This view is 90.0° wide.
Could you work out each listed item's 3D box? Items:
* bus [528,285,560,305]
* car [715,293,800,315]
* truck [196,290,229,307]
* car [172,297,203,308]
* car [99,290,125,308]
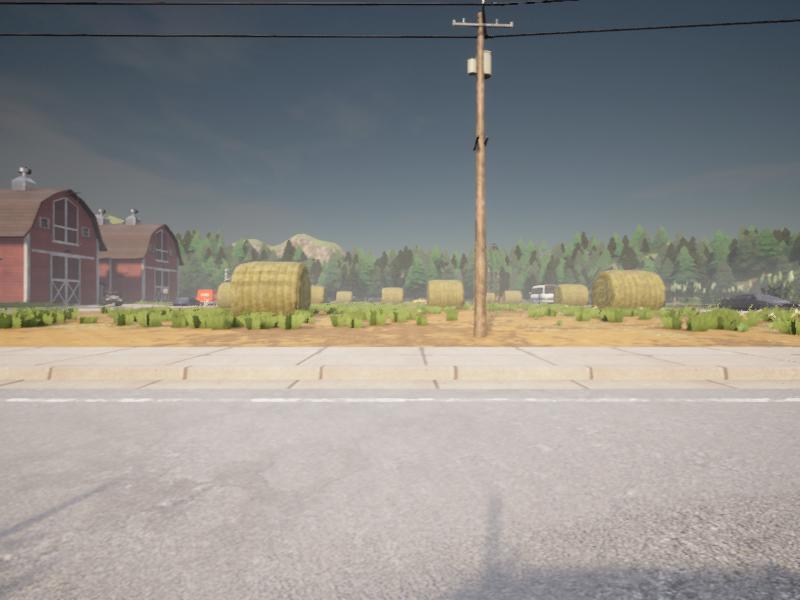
[{"bbox_3d":[32.270,-1.161,90.176,3.944,4.253,10.273,0,0,3],"label":"bus"},{"bbox_3d":[25.814,0.268,28.884,2.033,1.411,5.357,0,0,3],"label":"car"},{"bbox_3d":[-28.418,-0.277,60.798,2.627,2.467,5.204,0,0,-1],"label":"truck"},{"bbox_3d":[-28.286,0.256,53.430,1.994,1.385,4.181,1,0,-1],"label":"car"},{"bbox_3d":[-35.905,-0.147,49.866,1.905,1.878,3.866,8,-4,-43],"label":"car"}]
